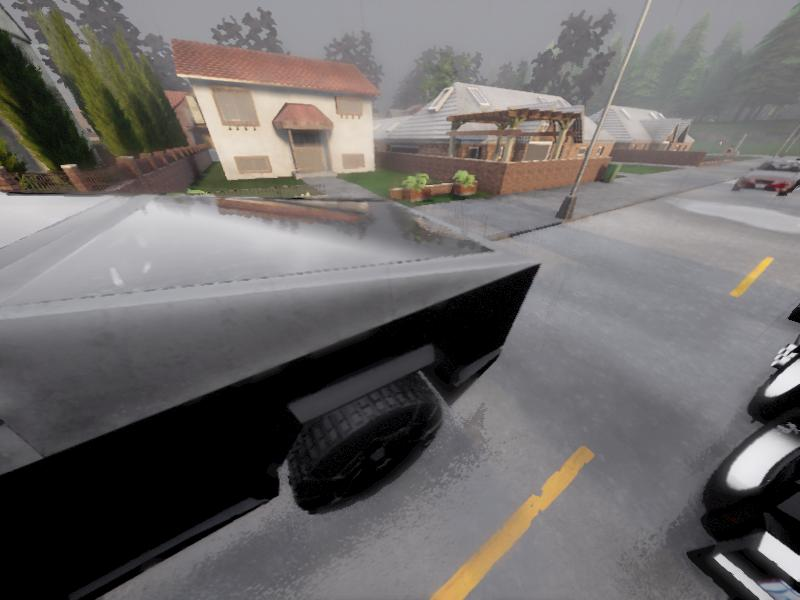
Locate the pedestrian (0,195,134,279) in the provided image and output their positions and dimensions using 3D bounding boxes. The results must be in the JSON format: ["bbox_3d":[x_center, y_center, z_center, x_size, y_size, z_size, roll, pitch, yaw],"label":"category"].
[{"bbox_3d":[-6.045,-1.146,4.248,0.751,1.300,0.751,-1,35,-2],"label":"pedestrian"}]

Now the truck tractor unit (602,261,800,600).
[{"bbox_3d":[5.102,-0.311,0.784,6.516,4.208,3.053,-19,39,-24],"label":"truck tractor unit"}]

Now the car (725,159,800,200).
[{"bbox_3d":[19.577,-6.430,12.102,4.193,1.474,1.816,-18,39,-25],"label":"car"}]

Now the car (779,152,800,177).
[{"bbox_3d":[32.656,-10.717,18.244,3.988,1.617,1.851,-18,39,-24],"label":"car"}]

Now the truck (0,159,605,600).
[{"bbox_3d":[-2.344,0.594,1.300,6.274,2.098,2.390,-17,39,-24],"label":"truck"}]

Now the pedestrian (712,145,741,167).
[{"bbox_3d":[32.546,-14.377,23.061,0.751,1.860,0.751,-18,39,-24],"label":"pedestrian"}]
